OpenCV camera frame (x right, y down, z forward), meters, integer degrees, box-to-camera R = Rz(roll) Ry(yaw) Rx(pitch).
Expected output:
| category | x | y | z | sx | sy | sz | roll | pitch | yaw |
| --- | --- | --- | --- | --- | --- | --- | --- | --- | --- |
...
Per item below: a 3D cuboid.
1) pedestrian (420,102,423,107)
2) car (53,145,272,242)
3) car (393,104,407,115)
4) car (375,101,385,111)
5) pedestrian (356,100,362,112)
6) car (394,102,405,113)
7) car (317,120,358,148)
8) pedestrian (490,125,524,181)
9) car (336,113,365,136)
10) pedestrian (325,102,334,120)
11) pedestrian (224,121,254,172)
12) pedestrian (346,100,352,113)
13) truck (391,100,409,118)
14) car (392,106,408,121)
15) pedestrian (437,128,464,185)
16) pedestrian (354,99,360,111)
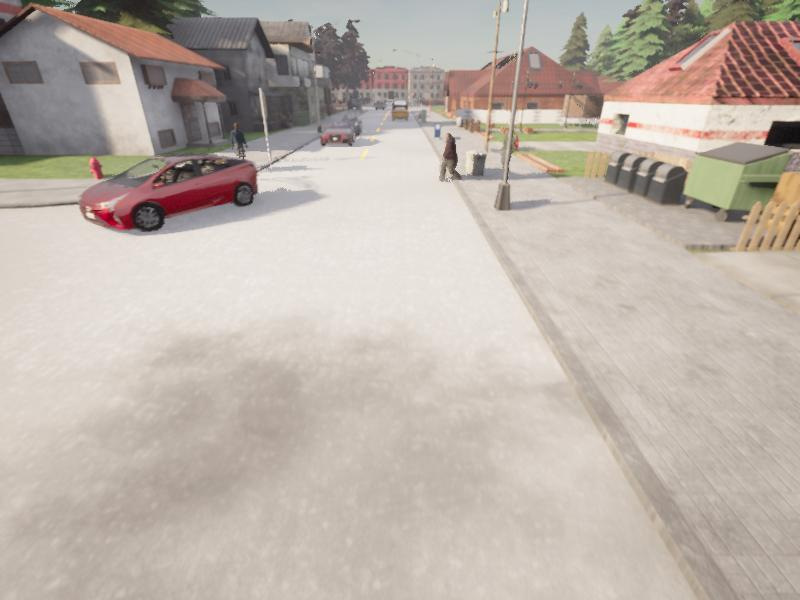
| category | x | y | z | sx | sy | sz | roll | pitch | yaw |
| --- | --- | --- | --- | --- | --- | --- | --- | --- | --- |
| pedestrian | 5.025 | -45.171 | 92.454 | 0.500 | 1.100 | 0.500 | 5 | 28 | 9 |
| car | -6.041 | -3.118 | 10.901 | 2.007 | 1.525 | 4.514 | 16 | 32 | 27 |
| car | 0.024 | -30.230 | 63.372 | 2.128 | 1.511 | 4.902 | 0 | 27 | 0 |
| car | -3.958 | -38.320 | 78.890 | 1.851 | 1.617 | 3.988 | 0 | 27 | 0 |
| pedestrian | -7.180 | -33.986 | 69.918 | 0.751 | 1.860 | 0.751 | 1 | 27 | 1 |
| car | -0.024 | -33.379 | 69.357 | 1.851 | 1.617 | 3.988 | 0 | 27 | 1 |
| car | -3.986 | -10.959 | 26.248 | 1.994 | 1.385 | 4.181 | 0 | 27 | 0 |
| pedestrian | 3.926 | -5.444 | 14.812 | 0.751 | 1.860 | 0.751 | -7 | 28 | -13 |
| car | -3.982 | -14.367 | 32.660 | 1.845 | 1.501 | 3.633 | 0 | 27 | 0 |
| pedestrian | -8.587 | -22.994 | 48.677 | 0.751 | 1.860 | 0.751 | 0 | 27 | 0 |
| pedestrian | -6.614 | -6.322 | 16.455 | 0.751 | 1.860 | 0.751 | -14 | 31 | -26 |
| pedestrian | -8.298 | -31.507 | 65.138 | 0.751 | 1.860 | 0.751 | 4 | 28 | 6 |
| truck | 0.029 | -26.937 | 56.366 | 2.390 | 2.098 | 6.274 | 0 | 27 | 0 |
| car | 0.028 | -23.258 | 49.864 | 1.882 | 1.535 | 5.008 | 0 | 27 | 0 |
| pedestrian | 1.827 | -5.248 | 14.648 | 0.751 | 1.860 | 0.751 | -1 | 27 | -2 |
| pedestrian | -7.720 | -34.997 | 71.869 | 0.751 | 1.860 | 0.751 | 2 | 27 | 3 |
